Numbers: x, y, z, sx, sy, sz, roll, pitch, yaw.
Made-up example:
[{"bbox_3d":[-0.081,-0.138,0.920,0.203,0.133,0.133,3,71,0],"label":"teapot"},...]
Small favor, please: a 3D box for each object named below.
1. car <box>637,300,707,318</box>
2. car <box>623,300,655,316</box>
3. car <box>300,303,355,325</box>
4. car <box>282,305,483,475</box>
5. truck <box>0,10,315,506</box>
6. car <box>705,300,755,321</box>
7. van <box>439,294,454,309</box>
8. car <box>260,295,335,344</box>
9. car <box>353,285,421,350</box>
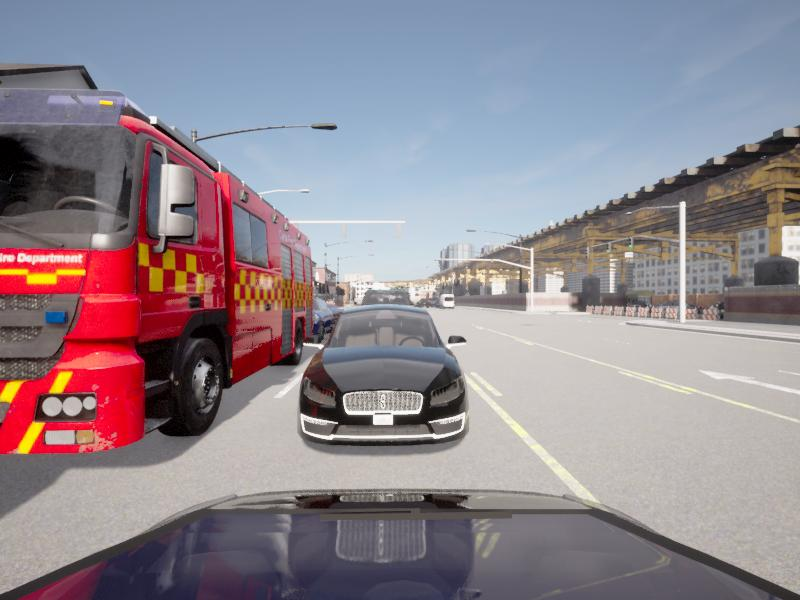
[{"bbox_3d":[25.288,0.796,37.368,2.038,1.542,4.974,0,0,-38],"label":"car"},{"bbox_3d":[25.138,0.796,41.974,2.038,1.542,4.974,0,0,42],"label":"car"},{"bbox_3d":[-5.368,0.905,28.828,2.033,1.411,5.357,0,0,-33],"label":"car"},{"bbox_3d":[-0.220,0.845,6.104,1.837,1.490,4.892,0,0,-2],"label":"car"},{"bbox_3d":[-3.763,-0.320,7.296,2.891,3.827,8.468,0,0,-2],"label":"truck"},{"bbox_3d":[26.240,0.796,32.028,2.038,1.542,4.974,0,0,27],"label":"car"},{"bbox_3d":[8.293,0.311,71.881,1.988,2.561,5.915,0,0,-2],"label":"van"},{"bbox_3d":[-4.041,0.694,16.636,2.097,1.767,4.553,0,0,-2],"label":"car"},{"bbox_3d":[-0.506,0.569,15.458,2.150,2.045,5.566,0,0,-2],"label":"car"}]
